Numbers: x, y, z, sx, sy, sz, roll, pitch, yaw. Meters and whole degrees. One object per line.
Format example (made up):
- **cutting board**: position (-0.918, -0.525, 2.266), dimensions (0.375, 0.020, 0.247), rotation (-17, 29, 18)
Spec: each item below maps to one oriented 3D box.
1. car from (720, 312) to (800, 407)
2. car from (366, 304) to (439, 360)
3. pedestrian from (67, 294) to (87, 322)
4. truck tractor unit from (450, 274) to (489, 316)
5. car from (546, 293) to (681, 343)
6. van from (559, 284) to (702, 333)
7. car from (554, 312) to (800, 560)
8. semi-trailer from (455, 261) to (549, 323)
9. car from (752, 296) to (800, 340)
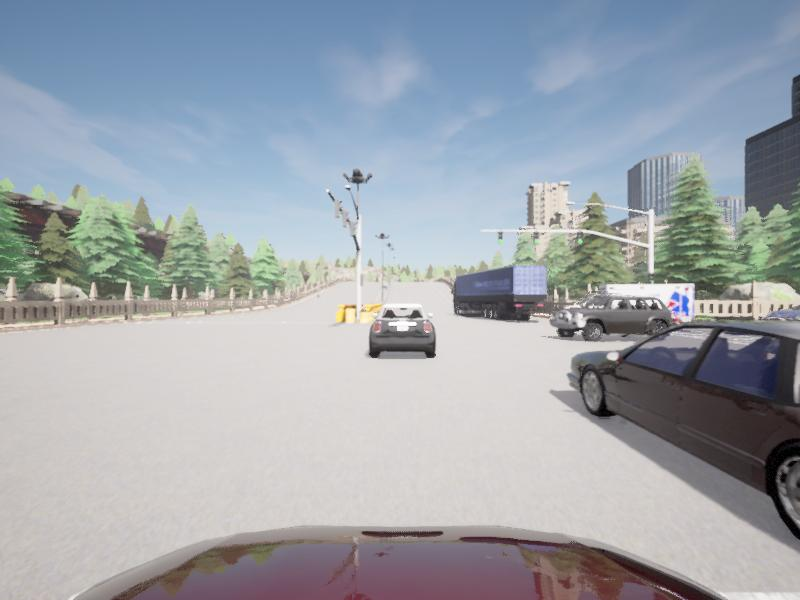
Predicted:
- **car**: position (7.011, 0.914, 5.451), dimensions (1.994, 1.385, 4.181), rotation (0, 0, 1)
- **car**: position (0.084, 0.868, 12.604), dimensions (1.970, 1.475, 3.806), rotation (0, 0, 1)
- **pedestrian**: position (-22.034, 0.517, 27.291), dimensions (0.751, 1.860, 0.751), rotation (0, 0, 1)
- **truck tractor unit**: position (7.400, -0.473, 43.429), dimensions (3.053, 4.208, 6.516), rotation (0, 0, 0)
- **car**: position (8.530, 0.674, 16.112), dimensions (4.605, 1.855, 1.932), rotation (0, 0, -11)
- **van**: position (12.190, 0.404, 21.795), dimensions (6.366, 2.431, 2.351), rotation (0, 0, 18)
- **car**: position (3.496, 0.899, 3.818), dimensions (2.033, 1.411, 5.357), rotation (0, 0, 1)
- **semi-trailer**: position (8.272, -0.581, 35.578), dimensions (2.717, 4.402, 14.254), rotation (0, 0, -8)
- **car**: position (18.234, 0.715, 17.077), dimensions (4.553, 1.767, 2.097), rotation (0, 0, 0)
